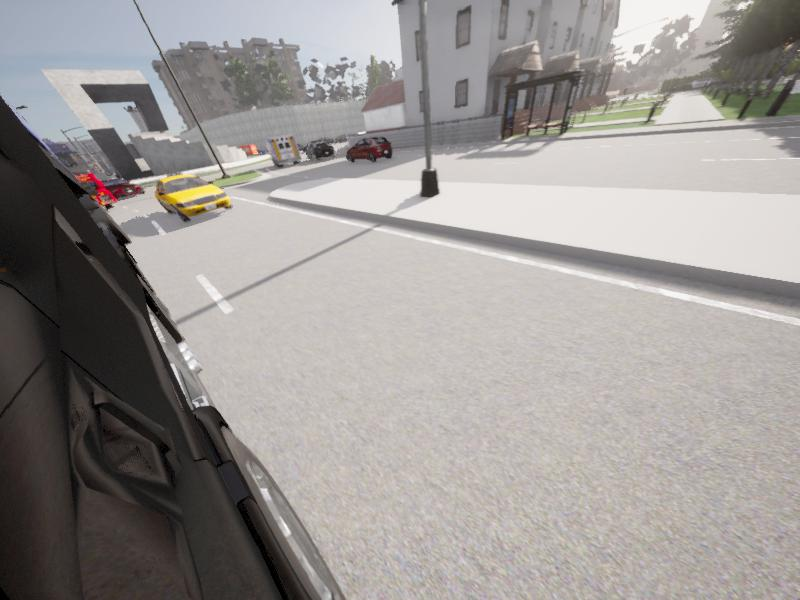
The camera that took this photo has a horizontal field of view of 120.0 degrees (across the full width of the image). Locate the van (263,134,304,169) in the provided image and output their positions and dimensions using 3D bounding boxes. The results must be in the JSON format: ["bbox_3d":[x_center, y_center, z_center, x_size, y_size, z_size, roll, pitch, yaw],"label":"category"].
[{"bbox_3d":[-12.212,-15.423,24.003,2.351,2.431,6.366,-25,40,-20],"label":"van"}]

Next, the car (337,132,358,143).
[{"bbox_3d":[-13.573,-42.140,59.927,2.038,1.542,4.974,26,49,37],"label":"car"}]

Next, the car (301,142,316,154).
[{"bbox_3d":[-16.219,-27.070,40.999,1.895,1.301,4.718,-14,37,-7],"label":"car"}]

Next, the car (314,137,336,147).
[{"bbox_3d":[-18.353,-38.648,56.450,1.812,1.442,4.674,27,50,38],"label":"car"}]

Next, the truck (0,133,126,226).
[{"bbox_3d":[-21.558,-7.156,14.023,8.468,3.827,2.891,13,42,26],"label":"truck"}]

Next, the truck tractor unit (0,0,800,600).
[{"bbox_3d":[-2.645,-0.295,0.351,6.516,4.208,3.053,28,43,30],"label":"truck tractor unit"}]

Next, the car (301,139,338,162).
[{"bbox_3d":[-8.639,-15.961,24.602,1.930,1.638,5.238,-26,40,-21],"label":"car"}]

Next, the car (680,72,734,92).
[{"bbox_3d":[50.334,-35.761,38.033,2.038,1.542,4.974,-29,41,-24],"label":"car"}]

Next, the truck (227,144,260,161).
[{"bbox_3d":[-35.538,-33.585,52.619,5.204,2.467,2.627,-6,37,4],"label":"truck"}]

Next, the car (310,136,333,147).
[{"bbox_3d":[-19.968,-40.510,59.151,2.038,1.542,4.974,26,50,37],"label":"car"}]

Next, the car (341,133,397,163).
[{"bbox_3d":[-2.387,-11.357,17.406,1.816,1.474,4.193,-34,44,-29],"label":"car"}]

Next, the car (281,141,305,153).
[{"bbox_3d":[-24.556,-35.029,52.881,4.856,1.649,2.033,14,42,28],"label":"car"}]

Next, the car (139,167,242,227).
[{"bbox_3d":[-9.077,-4.571,9.868,5.366,1.575,1.801,23,47,35],"label":"car"}]

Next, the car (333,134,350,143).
[{"bbox_3d":[-15.765,-43.595,62.292,1.845,1.501,3.633,26,49,37],"label":"car"}]

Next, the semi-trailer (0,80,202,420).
[{"bbox_3d":[-8.957,-2.676,4.807,14.254,4.402,2.717,18,45,36],"label":"semi-trailer"}]

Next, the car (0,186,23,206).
[{"bbox_3d":[-55.807,-13.597,31.151,2.150,2.045,5.566,-19,38,-13],"label":"car"}]

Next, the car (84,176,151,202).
[{"bbox_3d":[-22.735,-8.907,18.595,4.181,1.385,1.994,11,41,24],"label":"car"}]
